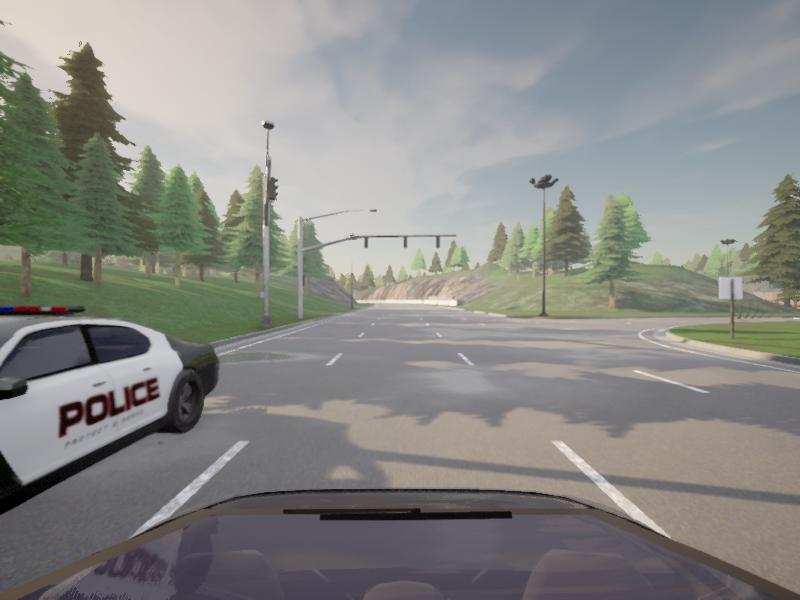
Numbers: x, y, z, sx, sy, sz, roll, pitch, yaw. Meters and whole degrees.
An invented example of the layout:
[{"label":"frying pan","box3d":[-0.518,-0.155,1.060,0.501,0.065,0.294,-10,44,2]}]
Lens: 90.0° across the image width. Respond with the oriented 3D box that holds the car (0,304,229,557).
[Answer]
[{"label":"car","box3d":[-3.499,0.825,3.307,2.038,1.542,4.974,0,0,0]}]
